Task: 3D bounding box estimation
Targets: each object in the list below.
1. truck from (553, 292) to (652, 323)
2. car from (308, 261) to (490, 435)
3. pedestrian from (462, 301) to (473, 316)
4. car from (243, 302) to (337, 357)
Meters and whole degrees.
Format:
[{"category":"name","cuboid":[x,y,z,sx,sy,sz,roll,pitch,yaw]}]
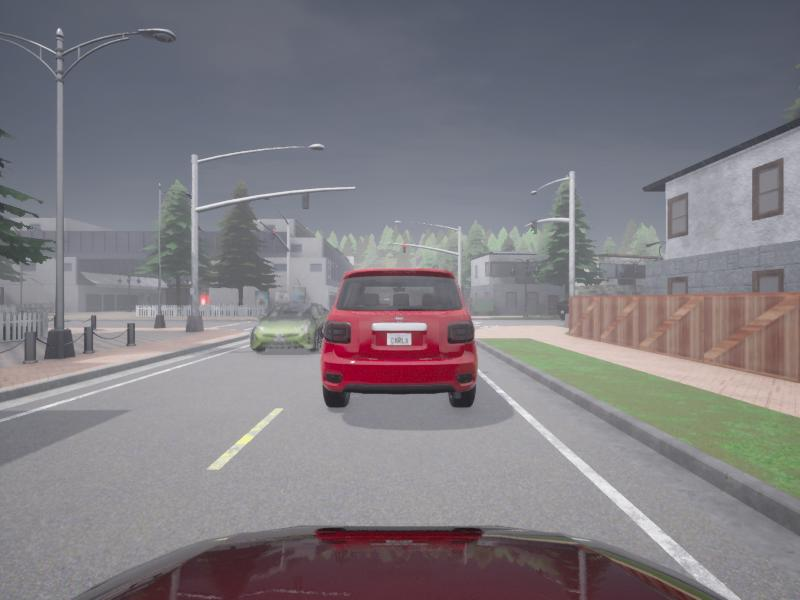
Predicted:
[{"category":"truck","cuboid":[14.789,0.523,29.358,6.274,2.098,2.390,0,0,-9]},{"category":"car","cuboid":[-0.013,0.568,7.496,2.150,2.045,5.566,0,0,0]},{"category":"pedestrian","cuboid":[5.814,0.759,34.705,0.751,1.300,0.751,0,0,-9]},{"category":"car","cuboid":[-3.457,0.828,13.532,2.007,1.525,4.514,0,0,-1]}]
